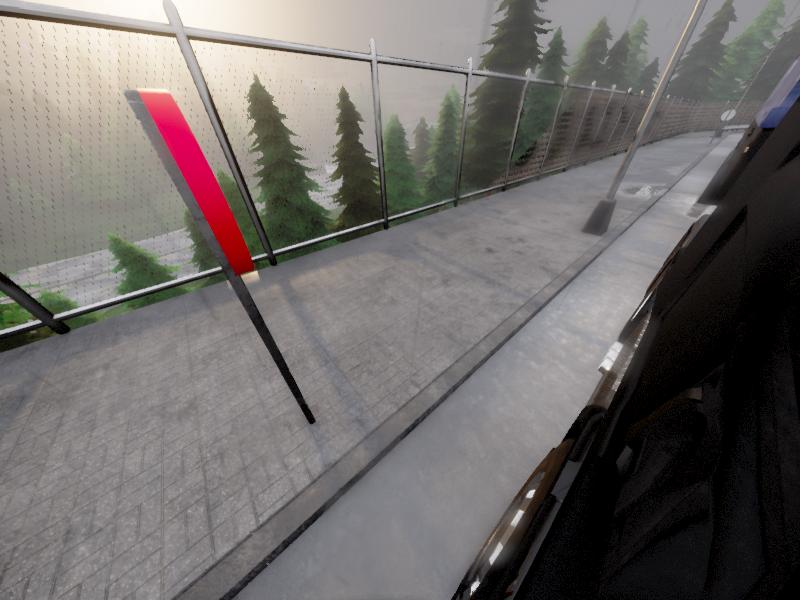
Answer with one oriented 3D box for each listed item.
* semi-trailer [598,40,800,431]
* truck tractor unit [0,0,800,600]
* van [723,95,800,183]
[{"bbox_3d":[8.698,-3.605,4.227,14.254,4.402,2.717,-28,44,-30],"label":"semi-trailer"},{"bbox_3d":[2.645,-0.295,0.351,6.516,4.208,3.053,-28,44,-30],"label":"truck tractor unit"},{"bbox_3d":[16.355,-6.920,9.759,5.915,2.561,1.988,-28,44,-30],"label":"van"}]
